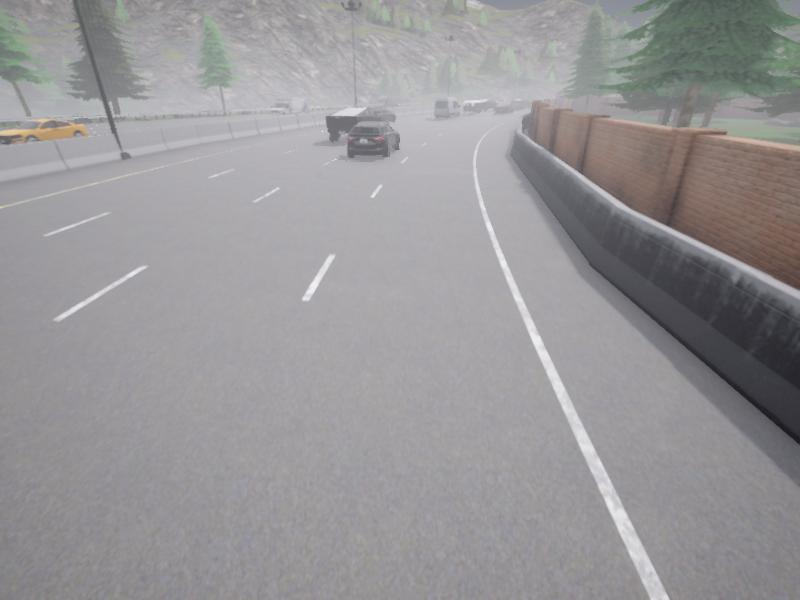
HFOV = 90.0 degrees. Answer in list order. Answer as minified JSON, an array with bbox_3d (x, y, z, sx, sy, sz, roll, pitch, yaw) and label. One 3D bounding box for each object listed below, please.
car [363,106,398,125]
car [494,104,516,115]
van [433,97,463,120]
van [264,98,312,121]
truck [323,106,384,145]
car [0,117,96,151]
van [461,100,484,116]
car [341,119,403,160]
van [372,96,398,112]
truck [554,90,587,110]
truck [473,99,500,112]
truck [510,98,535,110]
[{"bbox_3d":[-2.045,-20.158,43.696,2.242,1.667,4.611,9,29,18],"label":"car"},{"bbox_3d":[17.251,-31.246,65.471,1.882,1.535,5.008,16,31,28],"label":"car"},{"bbox_3d":[6.480,-25.670,53.491,1.988,2.561,5.915,12,29,22],"label":"van"},{"bbox_3d":[-13.942,-24.031,50.241,2.351,2.431,6.366,10,29,18],"label":"van"},{"bbox_3d":[-3.081,-12.603,28.614,2.390,2.098,6.274,6,28,11],"label":"truck"},{"bbox_3d":[-21.879,-10.301,24.587,1.882,1.535,5.008,5,27,9],"label":"car"},{"bbox_3d":[11.336,-29.971,62.405,2.069,2.038,4.480,14,30,25],"label":"van"},{"bbox_3d":[-1.361,-8.929,21.996,2.242,1.667,4.611,5,28,10],"label":"car"},{"bbox_3d":[-2.587,-35.304,71.977,1.988,2.561,5.915,14,30,25],"label":"van"},{"bbox_3d":[38.002,-44.655,89.103,2.891,3.827,8.468,25,36,38],"label":"truck"},{"bbox_3d":[16.423,-36.878,75.732,2.390,2.098,6.274,18,32,31],"label":"truck"},{"bbox_3d":[26.951,-43.140,87.945,2.390,2.098,6.274,22,34,35],"label":"truck"}]
